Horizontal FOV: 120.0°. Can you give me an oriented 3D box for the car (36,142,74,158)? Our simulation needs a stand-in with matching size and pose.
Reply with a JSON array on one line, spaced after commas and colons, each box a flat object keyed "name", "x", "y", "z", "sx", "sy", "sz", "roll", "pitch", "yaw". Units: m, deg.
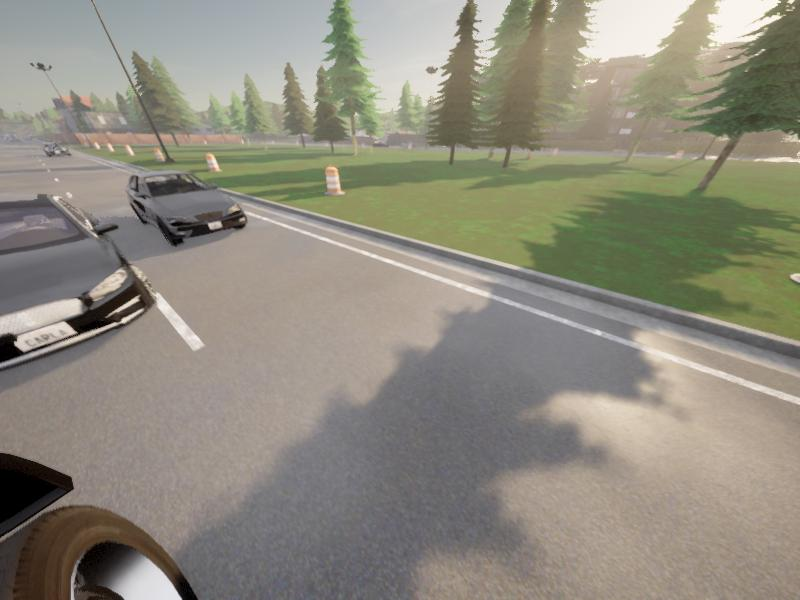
[{"name": "car", "x": -43.037, "y": -18.767, "z": 28.828, "sx": 3.806, "sy": 1.475, "sz": 1.970, "roll": 23, "pitch": 41, "yaw": 29}]

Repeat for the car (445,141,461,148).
[{"name": "car", "x": 13.887, "y": -40.808, "z": 60.648, "sx": 3.633, "sy": 1.501, "sz": 1.845, "roll": 24, "pitch": 41, "yaw": 29}]

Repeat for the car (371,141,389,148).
[{"name": "car", "x": -5.325, "y": -41.525, "z": 61.690, "sx": 4.718, "sy": 1.301, "sz": 1.895, "roll": 24, "pitch": 41, "yaw": 29}]

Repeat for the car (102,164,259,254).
[{"name": "car", "x": -6.237, "y": -2.810, "z": 6.560, "sx": 4.193, "sy": 1.474, "sz": 1.816, "roll": 23, "pitch": 41, "yaw": 29}]

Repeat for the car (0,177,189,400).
[{"name": "car", "x": -5.722, "y": -0.705, "z": 3.545, "sx": 4.902, "sy": 1.511, "sz": 2.128, "roll": 24, "pitch": 41, "yaw": 30}]

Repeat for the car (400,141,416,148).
[{"name": "car", "x": 2.051, "y": -40.934, "z": 60.702, "sx": 3.633, "sy": 1.501, "sz": 1.845, "roll": 24, "pitch": 41, "yaw": 29}]
